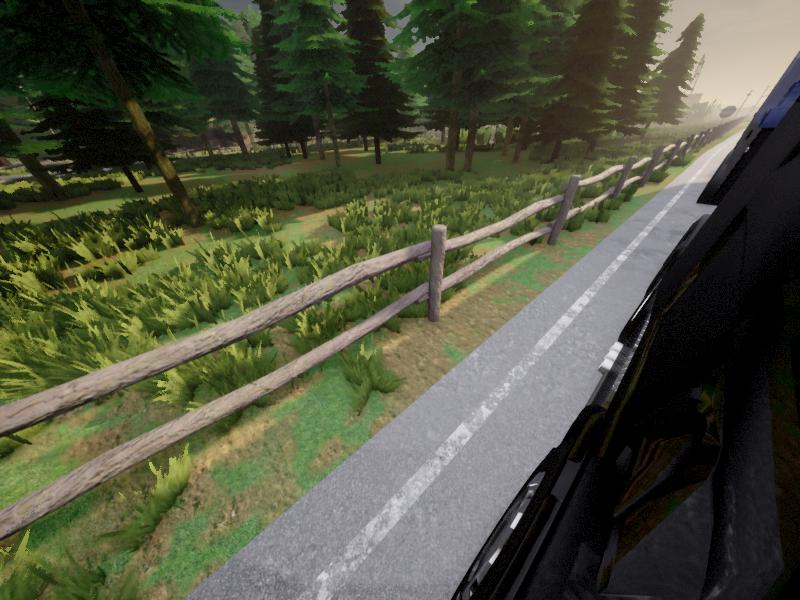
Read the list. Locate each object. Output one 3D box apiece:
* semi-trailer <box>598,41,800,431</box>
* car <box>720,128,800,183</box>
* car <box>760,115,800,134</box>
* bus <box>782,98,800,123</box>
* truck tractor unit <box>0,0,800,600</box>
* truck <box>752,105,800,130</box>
[{"bbox_3d":[8.688,-3.613,4.237,14.254,4.402,2.717,-28,44,-30],"label":"semi-trailer"},{"bbox_3d":[15.975,-6.289,9.803,4.902,1.511,2.128,-28,44,-30],"label":"car"},{"bbox_3d":[43.458,-19.755,25.985,1.851,1.617,3.988,23,44,29],"label":"car"},{"bbox_3d":[80.632,-37.753,45.495,10.273,4.253,3.944,-27,43,-29],"label":"bus"},{"bbox_3d":[2.645,-0.295,0.351,6.516,4.208,3.053,-28,44,-30],"label":"truck tractor unit"},{"bbox_3d":[51.875,-25.074,31.820,5.204,2.467,2.627,-28,43,-28],"label":"truck"}]
